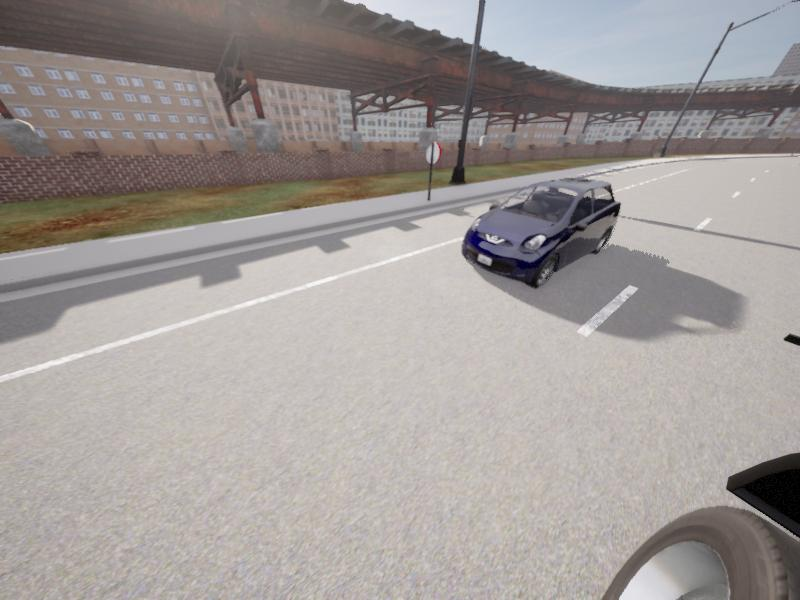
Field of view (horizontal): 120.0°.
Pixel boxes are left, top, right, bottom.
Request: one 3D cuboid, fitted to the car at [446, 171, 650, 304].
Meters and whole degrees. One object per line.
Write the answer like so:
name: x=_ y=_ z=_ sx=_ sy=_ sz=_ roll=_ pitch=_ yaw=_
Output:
car: x=2.997 y=-1.605 z=4.812 sx=3.633 sy=1.501 sz=1.845 roll=-23 pitch=41 yaw=-28
